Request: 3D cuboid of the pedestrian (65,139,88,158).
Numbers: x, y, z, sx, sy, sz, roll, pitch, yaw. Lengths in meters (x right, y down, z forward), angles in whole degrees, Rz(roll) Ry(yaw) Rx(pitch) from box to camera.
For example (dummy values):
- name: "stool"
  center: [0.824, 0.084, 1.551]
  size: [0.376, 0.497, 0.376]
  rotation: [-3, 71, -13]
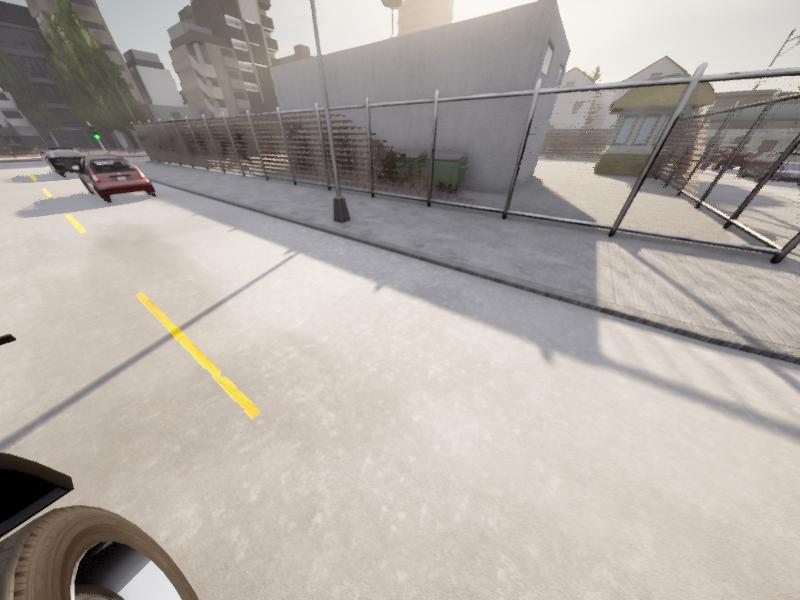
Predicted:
- name: "pedestrian"
  center: [-38.625, -18.134, 27.638]
  size: [0.751, 1.860, 0.751]
  rotation: [-29, 44, -35]

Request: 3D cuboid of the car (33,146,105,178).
- name: "car"
  center: [-23.644, -9.936, 16.486]
  size: [5.238, 1.638, 1.930]
  rotation: [22, 40, 28]

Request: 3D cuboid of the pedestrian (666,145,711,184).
- name: "pedestrian"
  center: [16.372, -7.738, 13.183]
  size: [0.751, 1.860, 0.751]
  rotation: [24, 41, 29]

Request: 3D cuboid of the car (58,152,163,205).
- name: "car"
  center: [-13.056, -5.623, 10.448]
  size: [3.988, 1.617, 1.851]
  rotation: [22, 41, 28]

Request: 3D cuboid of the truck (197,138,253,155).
- name: "truck"
  center: [-27.431, -24.300, 36.485]
  size: [2.390, 2.098, 6.274]
  rotation: [22, 40, 28]

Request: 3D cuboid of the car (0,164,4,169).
- name: "car"
  center: [-35.735, -11.090, 18.200]
  size: [4.193, 1.474, 1.816]
  rotation: [-9, 36, -12]

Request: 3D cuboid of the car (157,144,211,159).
- name: "car"
  center: [-28.082, -19.458, 30.167]
  size: [1.812, 1.442, 4.674]
  rotation: [22, 41, 28]

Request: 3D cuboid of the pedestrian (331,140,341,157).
- name: "pedestrian"
  center: [-8.620, -20.367, 30.994]
  size: [0.751, 1.860, 0.751]
  rotation: [13, 37, 18]

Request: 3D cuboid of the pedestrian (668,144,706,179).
- name: "pedestrian"
  center: [18.355, -8.865, 14.798]
  size: [0.751, 1.860, 0.751]
  rotation: [-28, 44, -34]
